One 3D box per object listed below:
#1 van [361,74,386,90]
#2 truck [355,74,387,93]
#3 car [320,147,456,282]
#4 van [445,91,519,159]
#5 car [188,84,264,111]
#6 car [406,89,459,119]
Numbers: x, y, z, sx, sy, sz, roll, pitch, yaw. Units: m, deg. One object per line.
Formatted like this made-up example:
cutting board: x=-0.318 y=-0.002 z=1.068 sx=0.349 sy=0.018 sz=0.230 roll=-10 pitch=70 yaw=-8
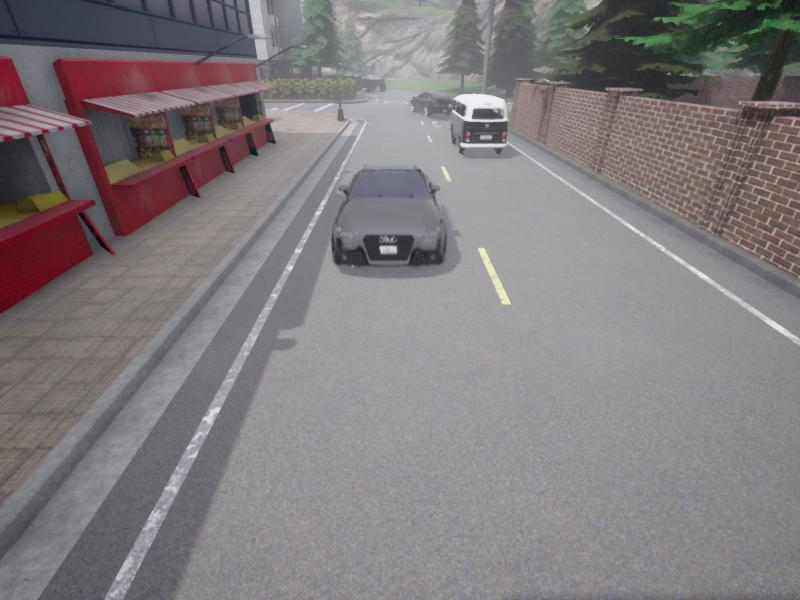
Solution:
van: x=-4.105 y=-33.489 z=61.391 sx=1.775 sy=1.987 sz=4.442 roll=-17 pitch=34 yaw=-27
truck: x=-4.009 y=-29.554 z=54.539 sx=2.390 sy=2.098 sz=6.274 roll=-12 pitch=32 yaw=-19
car: x=-0.197 y=-1.958 z=8.013 sx=1.994 sy=1.385 sz=4.181 roll=0 pitch=30 yaw=0
van: x=3.208 y=-7.420 z=16.706 sx=2.069 sy=2.038 sz=4.480 roll=0 pitch=31 yaw=0
car: x=-13.084 y=-15.435 z=30.442 sx=4.611 sy=1.667 sz=2.242 roll=-1 pitch=30 yaw=-2
car: x=2.171 y=-14.001 z=28.447 sx=1.837 sy=1.490 sz=4.892 roll=-9 pitch=32 yaw=-17
